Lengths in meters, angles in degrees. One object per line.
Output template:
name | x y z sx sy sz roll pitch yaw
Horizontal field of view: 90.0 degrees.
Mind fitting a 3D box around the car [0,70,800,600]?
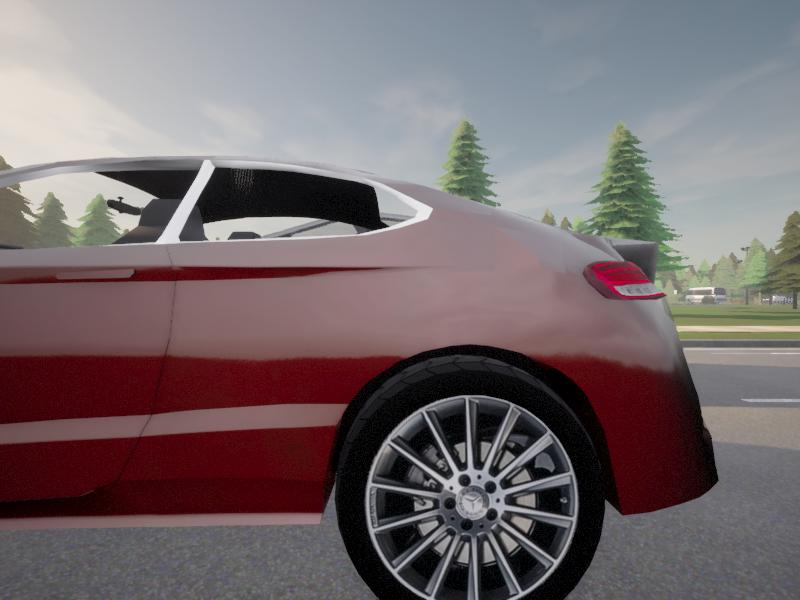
car | -1.307 0.179 2.200 5.027 1.651 2.152 0 0 0

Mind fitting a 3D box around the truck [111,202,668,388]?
truck | -0.117 -0.058 5.701 6.274 2.098 2.390 0 0 0

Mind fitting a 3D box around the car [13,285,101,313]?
car | -26.746 -0.056 31.554 2.150 2.045 5.566 0 0 1

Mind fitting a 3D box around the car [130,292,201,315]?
car | -16.288 0.221 28.149 2.128 1.511 4.902 0 0 1

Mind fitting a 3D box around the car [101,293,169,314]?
car | -19.763 0.227 30.168 1.837 1.490 4.892 0 0 1
